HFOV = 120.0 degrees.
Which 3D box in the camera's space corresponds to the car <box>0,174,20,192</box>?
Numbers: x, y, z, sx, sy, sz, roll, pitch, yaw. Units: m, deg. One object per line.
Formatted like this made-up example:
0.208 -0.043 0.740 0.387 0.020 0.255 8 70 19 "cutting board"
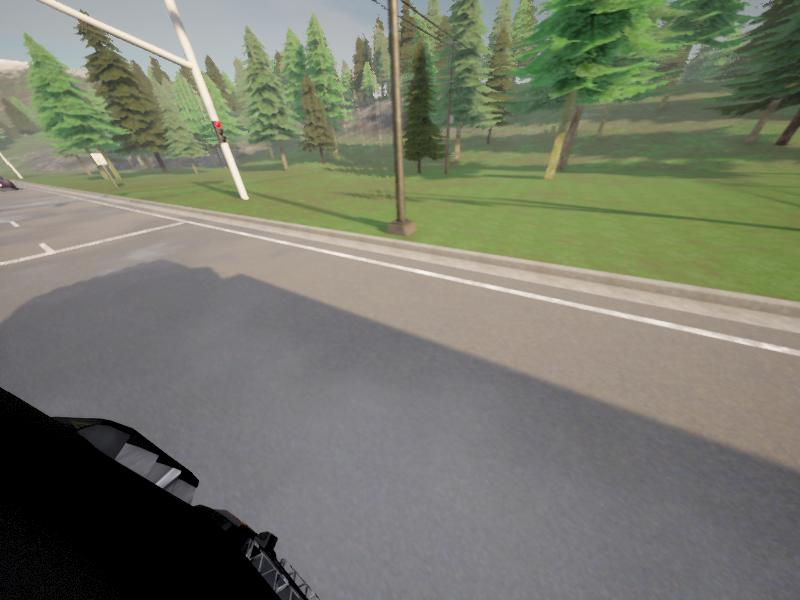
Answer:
-42.788 -12.417 24.485 4.193 1.474 1.816 16 38 26 "car"
